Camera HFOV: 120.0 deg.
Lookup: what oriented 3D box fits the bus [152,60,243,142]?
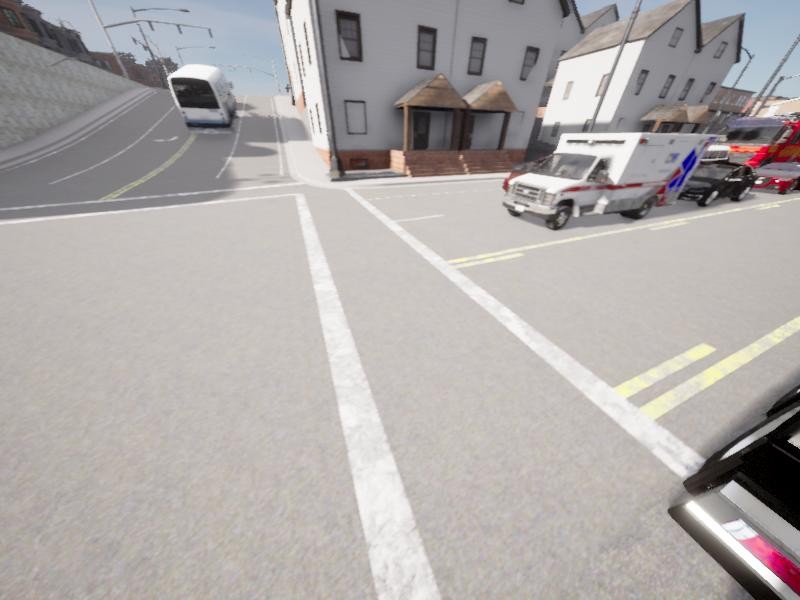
[{"bbox_3d":[-18.361,-19.247,22.143,3.944,4.253,10.273,-13,51,-18],"label":"bus"}]

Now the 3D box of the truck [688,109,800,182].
[{"bbox_3d":[26.951,-11.339,17.138,8.468,3.827,2.891,-13,37,-18],"label":"truck"}]

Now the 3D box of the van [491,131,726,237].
[{"bbox_3d":[6.699,-4.096,7.771,6.366,2.431,2.351,-13,37,-18],"label":"van"}]

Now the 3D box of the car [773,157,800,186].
[{"bbox_3d":[27.031,-8.236,14.752,4.892,1.490,1.837,-12,37,-18],"label":"car"}]

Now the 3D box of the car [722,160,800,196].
[{"bbox_3d":[20.900,-6.808,12.745,4.181,1.385,1.994,-11,37,-16],"label":"car"}]

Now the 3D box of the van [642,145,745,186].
[{"bbox_3d":[18.842,-8.803,14.969,4.480,2.038,2.069,-12,37,-18],"label":"van"}]

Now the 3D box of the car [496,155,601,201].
[{"bbox_3d":[7.107,-6.018,11.223,3.988,1.617,1.851,-13,37,-18],"label":"car"}]

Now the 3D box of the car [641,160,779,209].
[{"bbox_3d":[13.854,-5.304,10.399,4.892,1.490,1.837,-13,37,-18],"label":"car"}]

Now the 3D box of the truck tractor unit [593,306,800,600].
[{"bbox_3d":[5.226,-0.165,0.595,6.516,4.208,3.053,-13,37,-18],"label":"truck tractor unit"}]

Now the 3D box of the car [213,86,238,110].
[{"bbox_3d":[-22.234,-25.932,29.605,1.801,1.575,5.366,-12,50,-19],"label":"car"}]

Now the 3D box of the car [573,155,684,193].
[{"bbox_3d":[12.866,-7.254,13.144,4.902,1.511,2.128,-13,37,-18],"label":"car"}]
